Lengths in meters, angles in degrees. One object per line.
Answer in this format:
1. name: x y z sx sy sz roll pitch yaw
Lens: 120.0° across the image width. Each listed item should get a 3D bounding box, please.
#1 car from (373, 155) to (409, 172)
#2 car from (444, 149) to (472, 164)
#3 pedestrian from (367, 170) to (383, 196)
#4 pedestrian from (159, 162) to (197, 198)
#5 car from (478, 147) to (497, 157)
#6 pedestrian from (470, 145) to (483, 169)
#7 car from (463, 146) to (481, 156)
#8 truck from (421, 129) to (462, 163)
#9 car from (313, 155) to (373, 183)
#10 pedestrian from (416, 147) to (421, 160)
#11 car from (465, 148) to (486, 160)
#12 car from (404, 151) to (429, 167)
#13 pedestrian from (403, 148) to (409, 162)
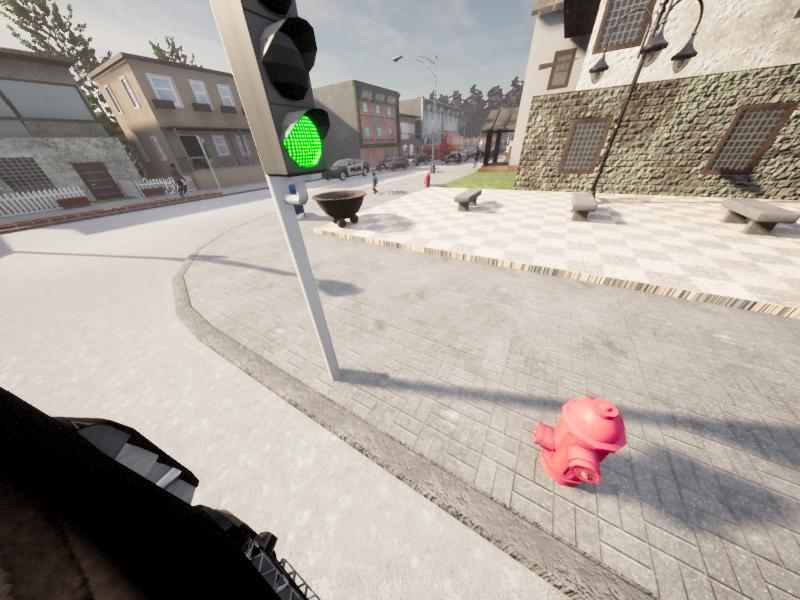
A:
1. car: -0.856 -15.211 25.665 1.994 1.385 4.181 16 38 26
2. car: 7.820 -19.363 31.103 2.038 1.542 4.974 16 38 26
3. pedestrian: -1.246 -5.990 11.811 0.500 1.100 0.500 27 44 37
4. pedestrian: -13.492 -7.326 14.090 0.751 1.860 0.751 16 38 26
5. car: 16.256 -27.550 42.902 2.033 1.411 5.357 16 38 26
6. pedestrian: 7.055 -13.172 21.312 0.751 1.860 0.751 17 38 27
7. car: 14.867 -30.592 47.508 2.163 1.488 4.792 16 38 26
8. truck: 6.463 -23.415 35.231 2.891 3.827 8.468 16 38 26
9. car: -4.760 -11.599 20.282 1.930 1.638 5.238 15 38 25
10. pedestrian: 3.135 -25.066 39.515 0.751 1.860 0.751 -6 34 -4
11. car: 12.264 -23.637 37.341 1.994 1.385 4.181 16 38 26
12. car: 2.190 -18.247 29.834 1.789 1.549 3.705 16 38 26
13. pedestrian: 0.924 -22.976 36.540 0.751 1.860 0.751 12 36 21
